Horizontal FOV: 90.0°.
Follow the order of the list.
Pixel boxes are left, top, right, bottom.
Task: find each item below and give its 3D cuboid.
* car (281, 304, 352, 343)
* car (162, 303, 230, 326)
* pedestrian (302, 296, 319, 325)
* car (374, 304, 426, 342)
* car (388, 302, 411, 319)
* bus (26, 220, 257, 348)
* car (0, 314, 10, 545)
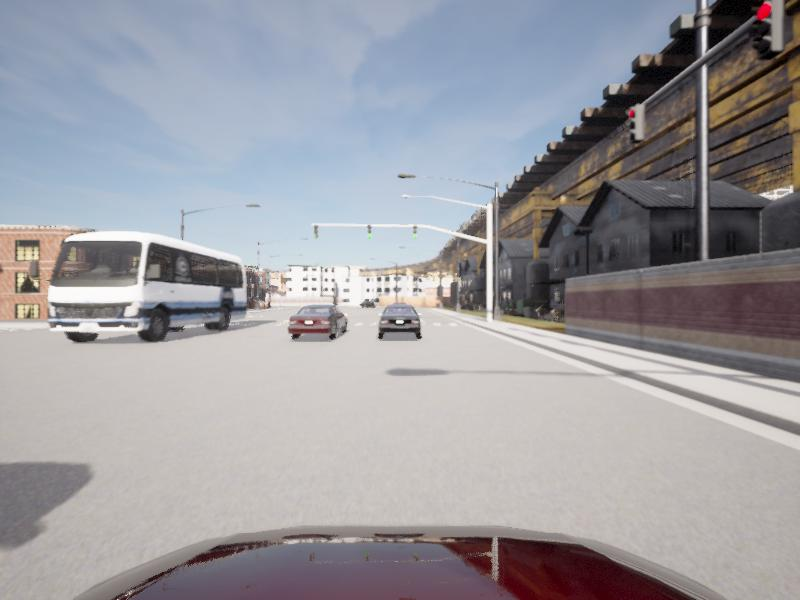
[{"bbox_3d":[-3.508,0.917,17.910,2.033,1.411,5.357,0,0,0],"label":"car"},{"bbox_3d":[-14.015,0.930,27.949,2.033,1.411,5.357,0,0,0],"label":"car"},{"bbox_3d":[-5.859,0.670,26.254,0.751,1.860,0.751,0,0,35],"label":"pedestrian"},{"bbox_3d":[-0.008,0.917,18.269,2.033,1.411,5.357,0,0,0],"label":"car"},{"bbox_3d":[-0.017,0.941,37.501,2.033,1.411,5.357,0,0,0],"label":"car"},{"bbox_3d":[-10.387,-0.510,18.378,3.944,4.253,10.273,0,0,0],"label":"bus"},{"bbox_3d":[-3.504,0.846,0.200,1.837,1.490,4.892,0,0,0],"label":"car"}]
